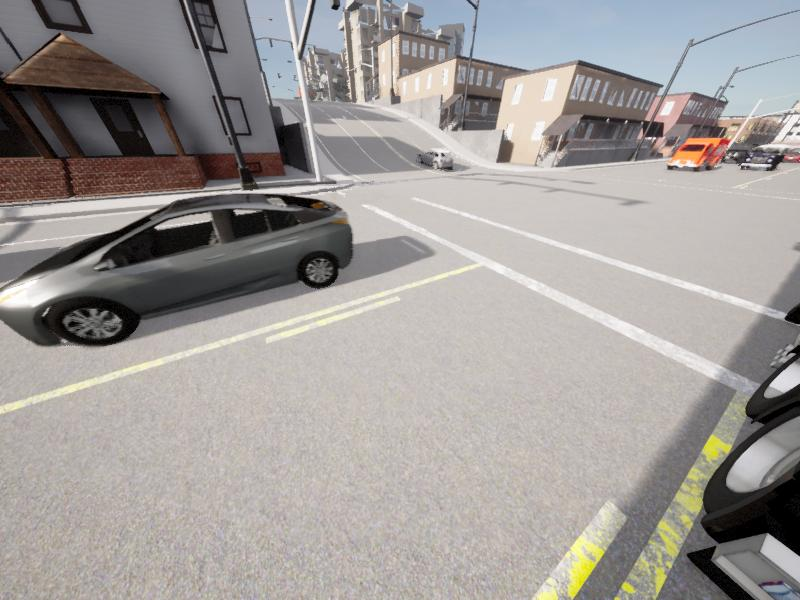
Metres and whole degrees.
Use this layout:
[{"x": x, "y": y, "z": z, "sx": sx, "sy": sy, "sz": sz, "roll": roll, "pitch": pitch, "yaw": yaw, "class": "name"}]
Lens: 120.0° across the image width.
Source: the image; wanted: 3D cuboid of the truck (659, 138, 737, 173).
[{"x": 27.392, "y": -13.399, "z": 21.303, "sx": 5.204, "sy": 2.467, "sz": 2.627, "roll": -18, "pitch": 39, "yaw": -25, "class": "truck"}]

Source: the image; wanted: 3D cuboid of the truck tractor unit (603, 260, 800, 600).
[{"x": 5.103, "y": -0.309, "z": 0.793, "sx": 6.516, "sy": 4.208, "sz": 3.053, "roll": -19, "pitch": 39, "yaw": -24, "class": "truck tractor unit"}]

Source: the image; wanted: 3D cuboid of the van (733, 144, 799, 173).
[{"x": 33.759, "y": -13.130, "z": 21.336, "sx": 4.480, "sy": 2.038, "sz": 2.069, "roll": -18, "pitch": 39, "yaw": -25, "class": "van"}]

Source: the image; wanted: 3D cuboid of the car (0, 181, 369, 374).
[{"x": -3.070, "y": -0.890, "z": 3.918, "sx": 4.514, "sy": 1.525, "sz": 2.007, "roll": -18, "pitch": 39, "yaw": -24, "class": "car"}]

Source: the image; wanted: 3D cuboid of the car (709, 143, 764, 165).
[{"x": 40.389, "y": -17.535, "z": 27.706, "sx": 5.566, "sy": 2.045, "sz": 2.150, "roll": -17, "pitch": 38, "yaw": -24, "class": "car"}]

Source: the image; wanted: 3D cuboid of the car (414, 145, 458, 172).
[{"x": 3.320, "y": -13.475, "z": 21.894, "sx": 1.970, "sy": 1.475, "sz": 3.806, "roll": -19, "pitch": 46, "yaw": -25, "class": "car"}]
